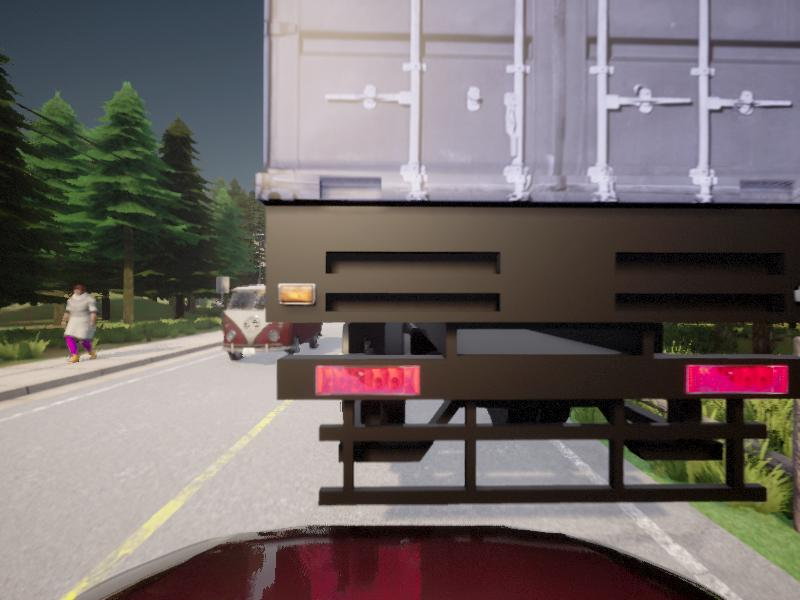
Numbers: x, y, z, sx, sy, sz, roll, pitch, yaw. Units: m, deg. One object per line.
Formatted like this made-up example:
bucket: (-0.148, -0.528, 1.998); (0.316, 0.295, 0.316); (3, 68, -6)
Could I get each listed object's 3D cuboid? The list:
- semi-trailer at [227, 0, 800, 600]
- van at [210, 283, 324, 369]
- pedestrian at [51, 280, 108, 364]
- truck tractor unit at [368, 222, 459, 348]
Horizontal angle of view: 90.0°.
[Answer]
semi-trailer: (0.536, -0.612, 8.728); (2.717, 4.402, 14.254); (0, 0, -1)
van: (-3.500, 0.601, 11.483); (1.775, 1.987, 4.442); (0, 0, 0)
pedestrian: (-7.407, 0.484, 9.288); (0.751, 1.860, 0.751); (0, 0, -7)
truck tractor unit: (0.317, -0.509, 16.638); (3.053, 4.208, 6.516); (0, 0, -3)
